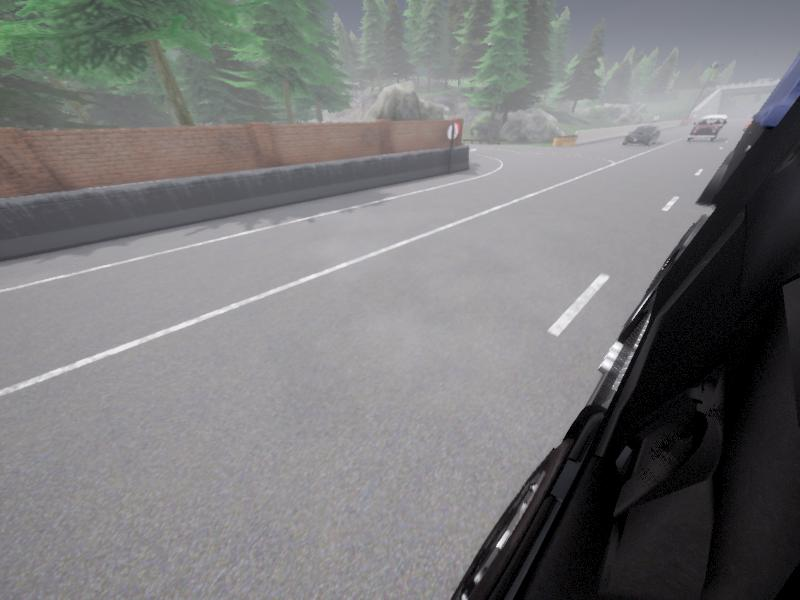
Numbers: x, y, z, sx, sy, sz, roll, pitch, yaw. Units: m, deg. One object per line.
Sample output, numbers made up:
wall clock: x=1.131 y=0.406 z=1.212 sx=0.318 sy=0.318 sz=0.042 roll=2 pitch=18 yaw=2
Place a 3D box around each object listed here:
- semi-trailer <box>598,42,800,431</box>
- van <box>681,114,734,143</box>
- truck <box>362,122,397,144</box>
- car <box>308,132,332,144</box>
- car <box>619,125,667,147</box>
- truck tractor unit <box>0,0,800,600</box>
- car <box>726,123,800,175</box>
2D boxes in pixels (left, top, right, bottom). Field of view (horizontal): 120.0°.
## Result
semi-trailer: x=8.700 y=-3.592 z=4.244 sx=14.254 sy=4.402 sz=2.717 roll=-28 pitch=44 yaw=-30
van: x=29.521 y=-16.425 z=22.160 sx=4.480 sy=2.038 sz=2.069 roll=-28 pitch=44 yaw=-30
truck: x=-3.086 y=-24.954 z=34.590 sx=2.627 sy=2.467 sz=5.204 roll=-27 pitch=44 yaw=-29
car: x=-14.449 y=-29.264 z=41.746 sx=2.038 sy=1.542 sz=4.974 roll=-28 pitch=43 yaw=-29
car: x=22.600 y=-15.276 z=21.463 sx=4.892 sy=1.490 sz=1.837 roll=-28 pitch=44 yaw=-30
truck tractor unit: x=2.645 y=-0.295 z=0.351 sx=6.516 sy=4.208 sz=3.053 roll=-28 pitch=44 yaw=-30
car: x=18.062 y=-7.416 z=11.145 sx=4.856 sy=1.649 sz=2.033 roll=-28 pitch=44 yaw=-30
